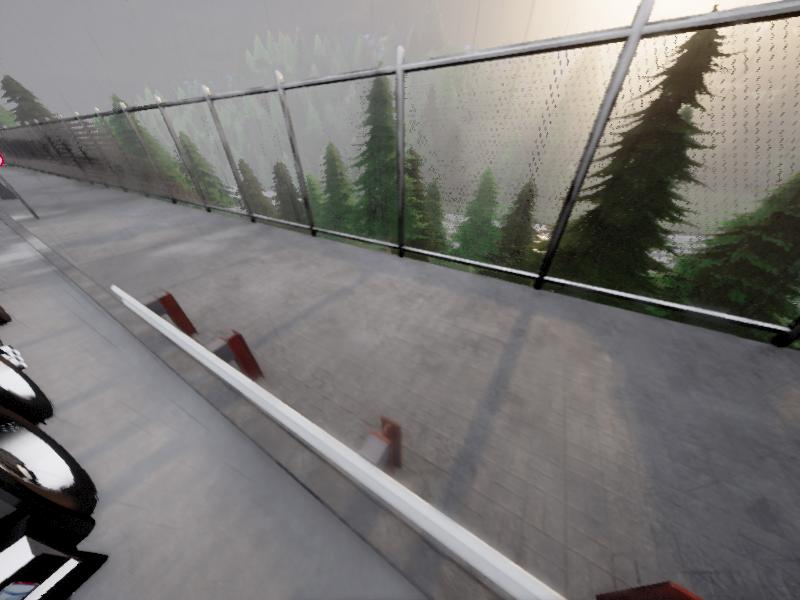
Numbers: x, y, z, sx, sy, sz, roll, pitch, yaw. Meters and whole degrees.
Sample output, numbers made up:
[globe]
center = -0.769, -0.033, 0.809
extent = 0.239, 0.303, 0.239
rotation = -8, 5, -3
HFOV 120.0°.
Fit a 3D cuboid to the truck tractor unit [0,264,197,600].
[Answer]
[truck tractor unit]
center = -5.119, -0.291, 0.781
extent = 6.516, 4.208, 3.053
rotation = 18, 39, 24
